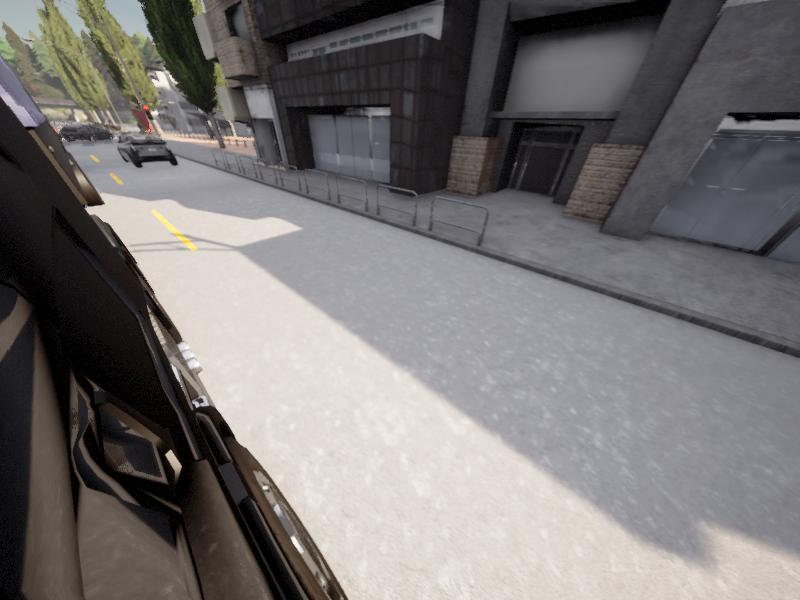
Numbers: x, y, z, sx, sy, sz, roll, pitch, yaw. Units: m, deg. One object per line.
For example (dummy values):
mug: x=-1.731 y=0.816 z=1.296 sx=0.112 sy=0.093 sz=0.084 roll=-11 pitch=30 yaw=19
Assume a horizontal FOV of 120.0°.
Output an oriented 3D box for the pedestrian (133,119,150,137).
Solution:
pedestrian: x=-34.978 y=-23.259 z=31.266 sx=0.751 sy=1.860 sz=0.751 roll=28 pitch=44 yaw=30

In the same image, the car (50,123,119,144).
car: x=-32.280 y=-17.277 z=23.886 sx=1.837 sy=1.490 sz=4.892 roll=-8 pitch=38 yaw=-17

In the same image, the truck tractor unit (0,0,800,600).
truck tractor unit: x=-2.645 y=-0.295 z=0.352 sx=6.516 sy=4.208 sz=3.053 roll=28 pitch=44 yaw=30

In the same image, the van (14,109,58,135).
van: x=-48.664 y=-23.868 z=31.013 sx=5.915 sy=2.561 sz=1.988 roll=28 pitch=44 yaw=30

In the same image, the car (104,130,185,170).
car: x=-14.507 y=-8.593 z=13.114 sx=4.514 sy=1.525 sz=2.007 roll=28 pitch=43 yaw=30

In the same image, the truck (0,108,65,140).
truck: x=-38.465 y=-18.467 z=24.344 sx=5.204 sy=2.467 sz=2.627 roll=28 pitch=44 yaw=30

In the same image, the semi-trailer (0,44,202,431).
semi-trailer: x=-8.704 y=-3.581 z=4.253 sx=14.254 sy=4.402 sz=2.717 roll=28 pitch=44 yaw=30
